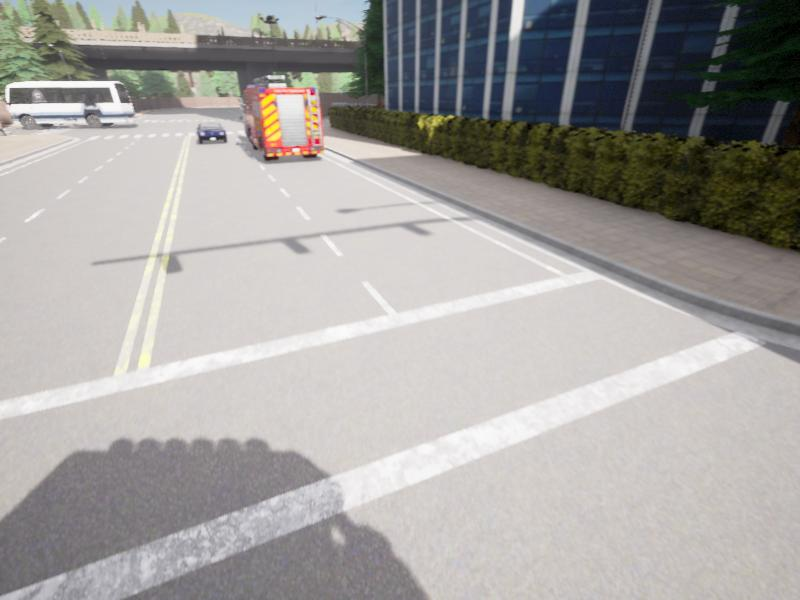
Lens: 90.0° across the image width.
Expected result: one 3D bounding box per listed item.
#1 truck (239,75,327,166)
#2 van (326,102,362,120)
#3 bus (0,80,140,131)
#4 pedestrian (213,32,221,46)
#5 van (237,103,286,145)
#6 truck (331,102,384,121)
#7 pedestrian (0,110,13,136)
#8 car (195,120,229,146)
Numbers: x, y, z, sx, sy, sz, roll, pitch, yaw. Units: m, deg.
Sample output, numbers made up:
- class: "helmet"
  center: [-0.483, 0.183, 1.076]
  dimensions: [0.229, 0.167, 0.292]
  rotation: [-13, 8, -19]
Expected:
- class: "truck"
  center: [-6.770, -10.192, 22.323]
  dimensions: [2.891, 3.827, 8.468]
  rotation: [-12, 29, -21]
- class: "van"
  center: [-7.599, -25.850, 54.662]
  dimensions: [4.442, 1.987, 1.775]
  rotation: [-12, 29, -21]
- class: "bus"
  center: [-33.078, -19.548, 40.177]
  dimensions: [10.273, 4.253, 3.944]
  rotation: [-6, 27, -11]
- class: "pedestrian"
  center: [-29.440, -42.050, 64.474]
  dimensions: [0.751, 1.860, 0.751]
  rotation: [-12, 30, -22]
- class: "van"
  center: [-10.396, -13.251, 29.832]
  dimensions: [2.351, 2.431, 6.366]
  rotation: [-12, 29, -21]
- class: "truck"
  center: [-5.510, -24.583, 52.056]
  dimensions: [6.274, 2.098, 2.390]
  rotation: [-12, 29, -21]
- class: "pedestrian"
  center: [-32.108, -14.183, 32.003]
  dimensions: [0.751, 1.860, 0.751]
  rotation: [-1, 27, -2]
- class: "car"
  center: [-13.724, -12.217, 29.091]
  dimensions: [1.895, 1.301, 4.718]
  rotation: [-12, 29, -21]
